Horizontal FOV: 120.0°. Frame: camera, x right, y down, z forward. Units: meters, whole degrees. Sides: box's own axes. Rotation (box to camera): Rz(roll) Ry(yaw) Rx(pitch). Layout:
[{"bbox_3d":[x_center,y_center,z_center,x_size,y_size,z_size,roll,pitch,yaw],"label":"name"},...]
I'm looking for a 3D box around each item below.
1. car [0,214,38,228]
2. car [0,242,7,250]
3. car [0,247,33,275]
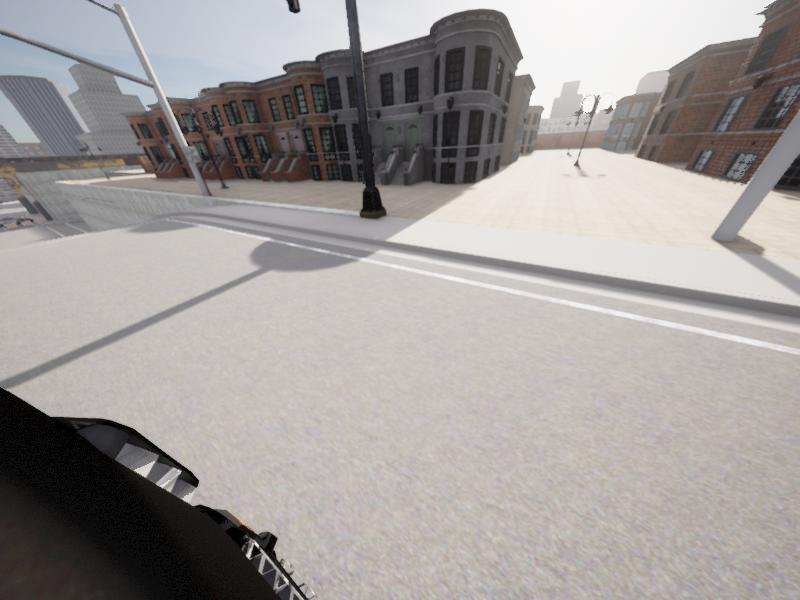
[{"bbox_3d":[-80.751,-16.473,48.249,4.974,1.542,2.038,-20,37,-24],"label":"car"},{"bbox_3d":[-15.863,-1.939,7.670,4.181,1.385,1.994,13,37,36],"label":"car"},{"bbox_3d":[-37.062,-3.598,21.687,4.605,1.855,1.932,5,33,34],"label":"car"}]
